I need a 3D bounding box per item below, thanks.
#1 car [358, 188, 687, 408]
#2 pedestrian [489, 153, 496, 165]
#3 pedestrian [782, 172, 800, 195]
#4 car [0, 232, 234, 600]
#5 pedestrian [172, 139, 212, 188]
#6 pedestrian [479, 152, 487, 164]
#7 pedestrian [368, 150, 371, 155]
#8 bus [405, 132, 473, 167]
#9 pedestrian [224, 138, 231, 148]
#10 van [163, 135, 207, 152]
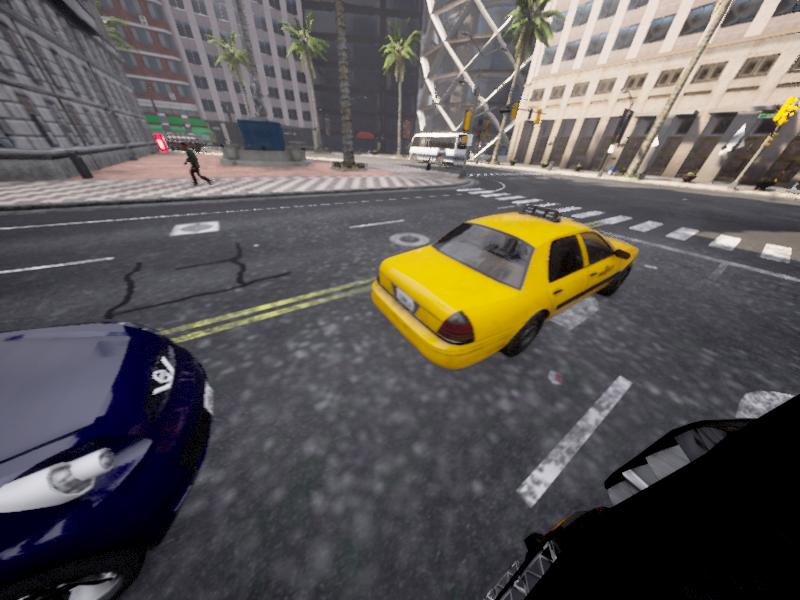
[{"bbox_3d":[2.207,-0.719,3.791,5.366,1.575,1.801,-18,39,-28],"label":"car"},{"bbox_3d":[17.313,-26.496,43.278,0.751,1.860,0.751,6,34,4],"label":"pedestrian"},{"bbox_3d":[35.641,-10.508,20.631,0.751,1.860,0.751,-19,39,-29],"label":"pedestrian"},{"bbox_3d":[-3.039,1.005,0.821,3.633,1.501,1.845,-18,39,-28],"label":"car"},{"bbox_3d":[-9.580,-6.299,10.695,0.751,1.860,0.751,-20,40,-31],"label":"pedestrian"},{"bbox_3d":[16.043,-27.554,44.773,0.751,1.860,0.751,-23,41,-33],"label":"pedestrian"},{"bbox_3d":[-7.366,-35.097,54.972,0.500,1.100,0.500,17,36,20],"label":"pedestrian"},{"bbox_3d":[5.948,-24.567,37.620,3.944,4.253,10.273,-24,42,-36],"label":"bus"},{"bbox_3d":[-39.543,-36.004,53.095,0.751,1.860,0.751,-14,37,-24],"label":"pedestrian"},{"bbox_3d":[-35.594,-25.974,38.442,4.480,2.038,2.069,-10,35,-19],"label":"van"}]
